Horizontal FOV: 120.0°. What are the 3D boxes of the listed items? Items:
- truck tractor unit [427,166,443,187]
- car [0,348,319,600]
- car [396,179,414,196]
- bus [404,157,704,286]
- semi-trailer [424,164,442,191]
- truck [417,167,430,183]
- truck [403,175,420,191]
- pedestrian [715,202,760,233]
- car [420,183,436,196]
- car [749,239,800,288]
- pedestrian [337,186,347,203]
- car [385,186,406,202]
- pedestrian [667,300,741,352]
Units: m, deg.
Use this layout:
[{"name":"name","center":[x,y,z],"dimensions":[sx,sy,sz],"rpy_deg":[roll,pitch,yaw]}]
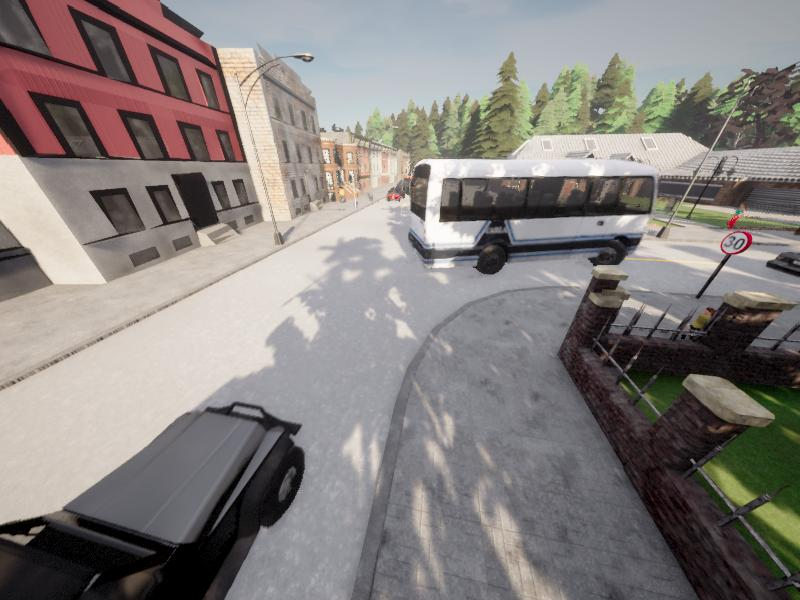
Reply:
[{"name":"truck tractor unit","center":[8.511,-29.938,55.680],"dimensions":[3.053,4.208,6.516],"rpy_deg":[5,30,9]},{"name":"car","center":[-2.602,2.499,1.784],"dimensions":[1.905,1.878,3.866],"rpy_deg":[5,30,9]},{"name":"car","center":[0.881,-19.039,38.936],"dimensions":[2.150,2.045,5.566],"rpy_deg":[5,30,9]},{"name":"bus","center":[5.592,-3.805,10.353],"dimensions":[10.273,4.253,3.944],"rpy_deg":[-5,30,-8]},{"name":"semi-trailer","center":[7.125,-26.144,48.865],"dimensions":[2.717,4.402,14.254],"rpy_deg":[5,30,9]},{"name":"truck","center":[7.116,-37.693,69.470],"dimensions":[2.891,3.827,8.468],"rpy_deg":[5,30,9]},{"name":"truck","center":[2.385,-23.415,46.091],"dimensions":[2.627,2.467,5.204],"rpy_deg":[5,30,9]},{"name":"pedestrian","center":[22.495,-5.526,15.460],"dimensions":[0.751,1.860,0.751],"rpy_deg":[11,32,19]},{"name":"car","center":[4.644,-18.029,37.563],"dimensions":[2.242,1.667,4.611],"rpy_deg":[5,30,9]},{"name":"car","center":[17.976,-1.157,8.616],"dimensions":[5.357,1.411,2.033],"rpy_deg":[5,30,9]},{"name":"pedestrian","center":[-6.996,-12.803,28.065],"dimensions":[0.751,1.860,0.751],"rpy_deg":[1,30,2]},{"name":"car","center":[-0.536,-14.777,32.073],"dimensions":[2.007,1.525,4.514],"rpy_deg":[5,30,9]},{"name":"pedestrian","center":[7.242,0.627,5.565],"dimensions":[0.500,1.100,0.500],"rpy_deg":[5,30,9]}]
